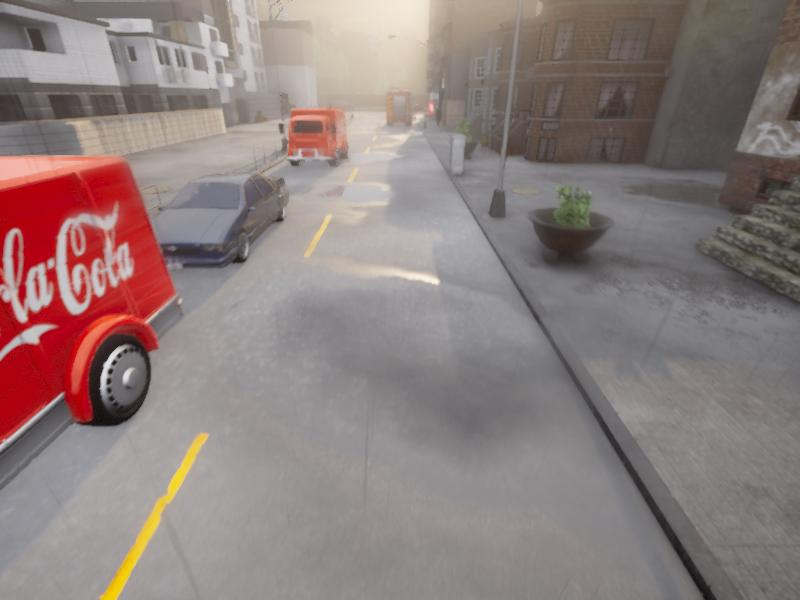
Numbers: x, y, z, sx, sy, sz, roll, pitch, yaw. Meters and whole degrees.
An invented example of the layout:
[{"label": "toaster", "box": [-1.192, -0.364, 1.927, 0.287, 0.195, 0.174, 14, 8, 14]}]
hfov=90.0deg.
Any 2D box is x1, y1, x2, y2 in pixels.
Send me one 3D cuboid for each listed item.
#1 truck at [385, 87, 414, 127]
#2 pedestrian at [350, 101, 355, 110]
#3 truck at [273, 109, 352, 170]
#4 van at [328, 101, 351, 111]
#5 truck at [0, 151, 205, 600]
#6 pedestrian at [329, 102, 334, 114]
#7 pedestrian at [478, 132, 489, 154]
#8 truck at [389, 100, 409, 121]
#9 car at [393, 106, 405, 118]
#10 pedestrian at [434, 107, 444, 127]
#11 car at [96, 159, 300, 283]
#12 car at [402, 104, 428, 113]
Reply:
[{"label": "truck", "box": [-0.064, -22.130, 45.695, 2.891, 3.827, 8.468, 0, 27, 0]}, {"label": "pedestrian", "box": [-10.410, -42.727, 87.764, 0.751, 1.860, 0.751, 4, 27, 7]}, {"label": "truck", "box": [-4.025, -8.020, 19.649, 2.627, 2.467, 5.204, 0, 25, 0]}, {"label": "van", "box": [-12.764, -40.826, 84.181, 4.442, 1.987, 1.775, 0, 27, 0]}, {"label": "truck", "box": [-4.003, 0.656, 2.637, 2.627, 2.467, 5.204, 0, 27, 0]}, {"label": "pedestrian", "box": [-12.133, -34.200, 71.126, 0.751, 1.860, 0.751, -5, 28, -9]}, {"label": "pedestrian", "box": [4.657, -8.819, 22.416, 0.500, 1.100, 0.500, 5, 27, 9]}, {"label": "truck", "box": [-0.085, -26.201, 55.136, 2.627, 2.467, 5.204, 0, 27, 0]}, {"label": "car", "box": [-0.098, -29.485, 62.612, 1.837, 1.490, 4.892, 0, 27, 0]}, {"label": "pedestrian", "box": [3.926, -18.643, 40.776, 0.751, 1.860, 0.751, -5, 28, -10]}, {"label": "car", "box": [-4.014, -2.157, 9.321, 2.033, 1.411, 5.357, 0, 27, 0]}, {"label": "car", "box": [3.047, -37.845, 79.027, 4.902, 1.511, 2.128, -21, 34, -35]}]
